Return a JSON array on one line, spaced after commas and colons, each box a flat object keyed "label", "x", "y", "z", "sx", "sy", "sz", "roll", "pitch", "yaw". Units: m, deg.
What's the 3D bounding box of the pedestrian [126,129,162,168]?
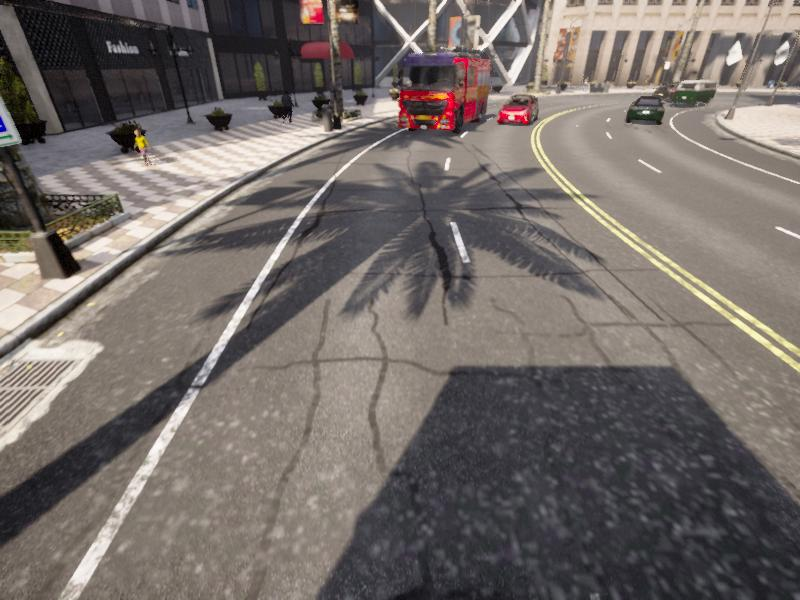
[{"label": "pedestrian", "x": -8.288, "y": -4.923, "z": 12.971, "sx": 0.500, "sy": 1.100, "sz": 0.500, "roll": 3, "pitch": 30, "yaw": 6}]

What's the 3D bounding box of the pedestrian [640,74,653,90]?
[{"label": "pedestrian", "x": 33.670, "y": -29.697, "z": 54.582, "sx": 0.751, "sy": 1.860, "sz": 0.751, "roll": -11, "pitch": 32, "yaw": -18}]

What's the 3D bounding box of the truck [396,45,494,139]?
[{"label": "truck", "x": 2.732, "y": -11.658, "z": 22.139, "sx": 2.891, "sy": 3.827, "sz": 8.468, "roll": 12, "pitch": 32, "yaw": 19}]

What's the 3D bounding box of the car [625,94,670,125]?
[{"label": "car", "x": 15.740, "y": -12.186, "z": 25.479, "sx": 1.994, "sy": 1.385, "sz": 4.181, "roll": 15, "pitch": 34, "yaw": 25}]

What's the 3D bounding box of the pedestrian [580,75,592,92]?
[{"label": "pedestrian", "x": 24.047, "y": -27.977, "z": 51.638, "sx": 0.751, "sy": 1.860, "sz": 0.751, "roll": -10, "pitch": 32, "yaw": -17}]

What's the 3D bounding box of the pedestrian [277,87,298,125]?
[{"label": "pedestrian", "x": -6.281, "y": -10.868, "z": 22.381, "sx": 0.751, "sy": 1.860, "sz": 0.751, "roll": 0, "pitch": 30, "yaw": -1}]

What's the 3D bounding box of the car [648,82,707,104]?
[{"label": "car", "x": 26.906, "y": -20.138, "z": 38.826, "sx": 5.027, "sy": 1.651, "sz": 2.152, "roll": -15, "pitch": 34, "yaw": -24}]

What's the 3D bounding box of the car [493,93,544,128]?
[{"label": "car", "x": 7.307, "y": -11.665, "z": 24.429, "sx": 2.007, "sy": 1.525, "sz": 4.514, "roll": 13, "pitch": 33, "yaw": 21}]

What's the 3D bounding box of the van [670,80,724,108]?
[{"label": "van", "x": 25.693, "y": -17.884, "z": 34.612, "sx": 4.442, "sy": 1.987, "sz": 1.775, "roll": -20, "pitch": 36, "yaw": -30}]
